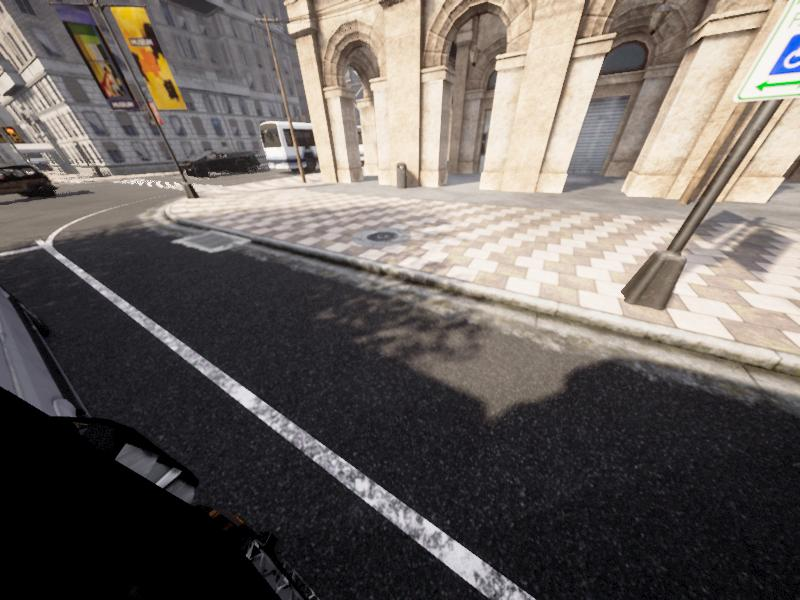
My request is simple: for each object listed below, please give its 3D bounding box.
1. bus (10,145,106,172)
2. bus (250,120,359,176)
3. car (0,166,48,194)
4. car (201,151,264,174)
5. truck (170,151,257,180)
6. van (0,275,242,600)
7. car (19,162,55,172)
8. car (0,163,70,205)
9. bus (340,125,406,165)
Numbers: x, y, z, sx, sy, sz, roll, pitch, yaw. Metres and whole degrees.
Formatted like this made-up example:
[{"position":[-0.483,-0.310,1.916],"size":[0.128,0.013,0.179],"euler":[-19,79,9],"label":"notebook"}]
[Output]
[{"position":[-72.319,-30.370,49.339],"size":[3.944,4.253,10.273],"euler":[17,38,26],"label":"bus"},{"position":[-9.608,-16.808,25.545],"size":[3.944,4.253,10.273],"euler":[17,38,26],"label":"bus"},{"position":[-32.643,-9.356,18.161],"size":[5.027,1.651,2.152],"euler":[-10,35,-11],"label":"car"},{"position":[-20.125,-16.833,28.168],"size":[2.150,2.045,5.566],"euler":[16,38,25],"label":"car"},{"position":[-18.948,-14.094,23.982],"size":[2.390,2.098,6.274],"euler":[16,38,25],"label":"truck"},{"position":[-4.032,0.389,1.214],"size":[5.915,2.561,1.988],"euler":[17,38,25],"label":"van"},{"position":[-77.193,-28.438,49.163],"size":[1.789,1.549,3.705],"euler":[17,38,26],"label":"car"},{"position":[-23.605,-6.853,13.674],"size":[1.905,1.878,3.866],"euler":[6,35,12],"label":"car"},{"position":[-3.441,-22.814,34.115],"size":[3.944,4.253,10.273],"euler":[17,38,26],"label":"bus"}]
